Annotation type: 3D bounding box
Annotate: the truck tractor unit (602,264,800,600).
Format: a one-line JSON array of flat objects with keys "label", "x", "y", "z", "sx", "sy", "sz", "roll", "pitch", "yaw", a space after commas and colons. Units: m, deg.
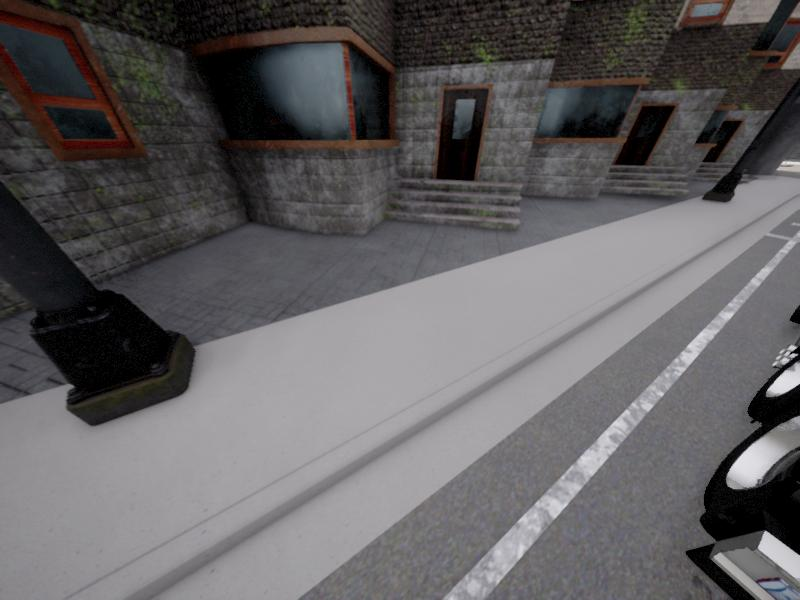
[{"label": "truck tractor unit", "x": 5.107, "y": -0.305, "z": 0.780, "sx": 6.516, "sy": 4.208, "sz": 3.053, "roll": -18, "pitch": 39, "yaw": -24}]
